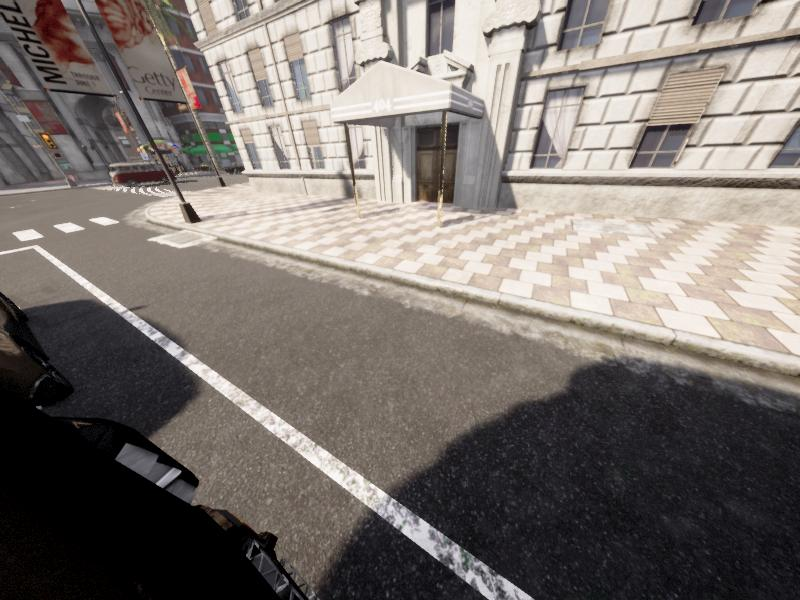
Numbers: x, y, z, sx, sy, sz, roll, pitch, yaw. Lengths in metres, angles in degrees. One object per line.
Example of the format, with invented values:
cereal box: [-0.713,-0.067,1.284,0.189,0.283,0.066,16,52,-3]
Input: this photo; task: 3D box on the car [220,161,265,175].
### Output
car: [-21.803,-18.457,32.253,1.895,1.301,4.718,16,38,27]

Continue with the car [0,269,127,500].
car: [-5.464,0.514,2.229,4.902,1.511,2.128,15,38,25]

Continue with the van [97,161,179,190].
van: [-24.741,-11.967,22.085,1.775,1.987,4.442,16,38,26]

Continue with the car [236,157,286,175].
car: [-18.477,-18.039,31.054,1.930,1.638,5.238,16,38,26]
